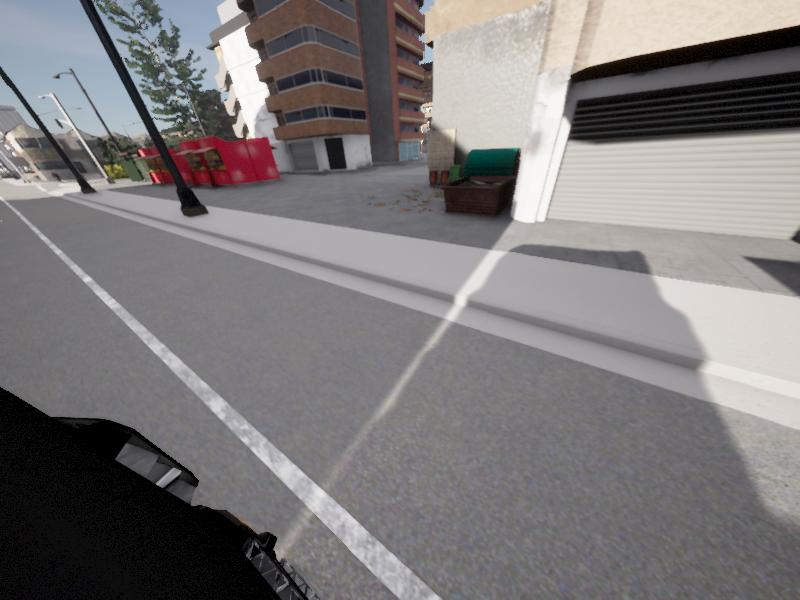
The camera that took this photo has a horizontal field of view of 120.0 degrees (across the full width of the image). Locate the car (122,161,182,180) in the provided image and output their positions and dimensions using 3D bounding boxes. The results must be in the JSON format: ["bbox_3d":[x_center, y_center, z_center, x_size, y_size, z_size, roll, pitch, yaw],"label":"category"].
[{"bbox_3d":[-37.683,-19.798,35.313,2.150,2.045,5.566,17,38,28],"label":"car"}]

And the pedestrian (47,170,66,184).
[{"bbox_3d":[-54.901,-19.611,36.940,0.751,1.860,0.751,12,36,23],"label":"pedestrian"}]
